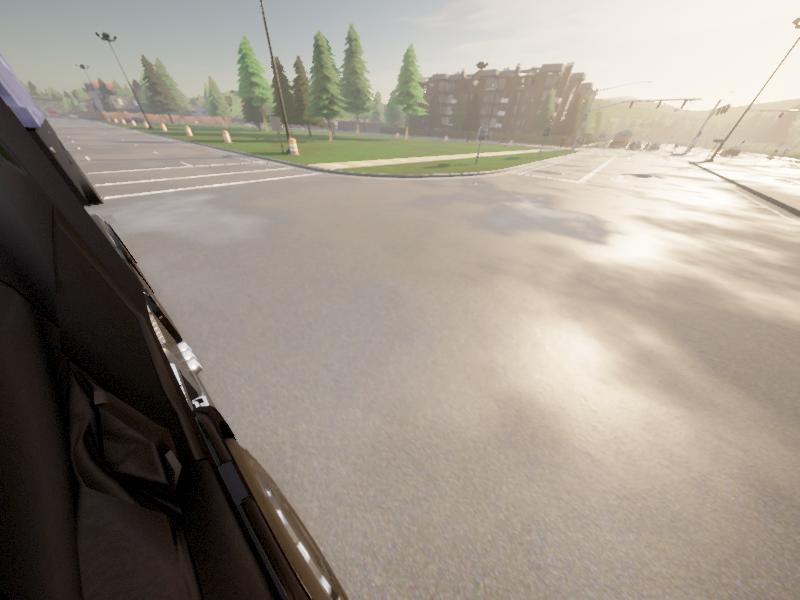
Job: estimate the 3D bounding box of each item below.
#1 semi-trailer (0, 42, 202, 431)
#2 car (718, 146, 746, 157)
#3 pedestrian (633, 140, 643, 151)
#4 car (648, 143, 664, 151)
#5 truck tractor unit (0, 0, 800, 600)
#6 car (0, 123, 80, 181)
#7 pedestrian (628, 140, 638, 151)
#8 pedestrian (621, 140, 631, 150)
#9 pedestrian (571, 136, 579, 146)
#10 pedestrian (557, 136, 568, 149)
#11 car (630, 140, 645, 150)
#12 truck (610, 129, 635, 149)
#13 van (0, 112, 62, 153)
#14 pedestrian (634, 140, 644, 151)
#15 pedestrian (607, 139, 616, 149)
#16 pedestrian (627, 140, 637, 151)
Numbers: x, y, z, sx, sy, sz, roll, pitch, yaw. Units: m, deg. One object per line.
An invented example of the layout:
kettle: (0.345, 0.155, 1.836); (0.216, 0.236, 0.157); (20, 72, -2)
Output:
semi-trailer: (-8.699, -3.606, 4.226); (14.254, 4.402, 2.717); (28, 44, 30)
car: (67.499, -30.285, 47.006); (1.930, 1.638, 5.238); (28, 44, 30)
pedestrian: (51.624, -33.530, 50.111); (0.751, 1.860, 0.751); (24, 42, 26)
car: (61.788, -37.068, 55.820); (1.837, 1.490, 4.892); (28, 44, 30)
truck tractor unit: (-2.645, -0.295, 0.351); (6.516, 4.208, 3.053); (28, 44, 30)
car: (-16.332, -6.535, 9.988); (5.027, 1.651, 2.152); (28, 44, 30)
pedestrian: (50.574, -33.610, 50.152); (0.751, 1.860, 0.751); (29, 44, 31)
pedestrian: (49.826, -34.243, 50.950); (0.751, 1.860, 0.751); (31, 45, 32)
pedestrian: (41.696, -37.982, 55.176); (0.751, 1.860, 0.751); (28, 44, 30)
pedestrian: (27.722, -26.896, 39.482); (0.751, 1.860, 0.751); (30, 45, 31)
car: (58.834, -38.450, 57.173); (1.905, 1.878, 3.866); (28, 44, 30)
truck: (56.404, -40.813, 58.543); (2.891, 3.827, 8.468); (28, 44, 30)
van: (-24.855, -11.235, 15.420); (4.442, 1.987, 1.775); (28, 44, 30)
pedestrian: (50.837, -32.841, 49.141); (0.751, 1.860, 0.751); (23, 41, 25)
pedestrian: (47.150, -34.738, 51.442); (0.751, 1.860, 0.751); (25, 42, 27)
pedestrian: (49.737, -33.241, 49.606); (0.751, 1.860, 0.751); (24, 42, 26)
